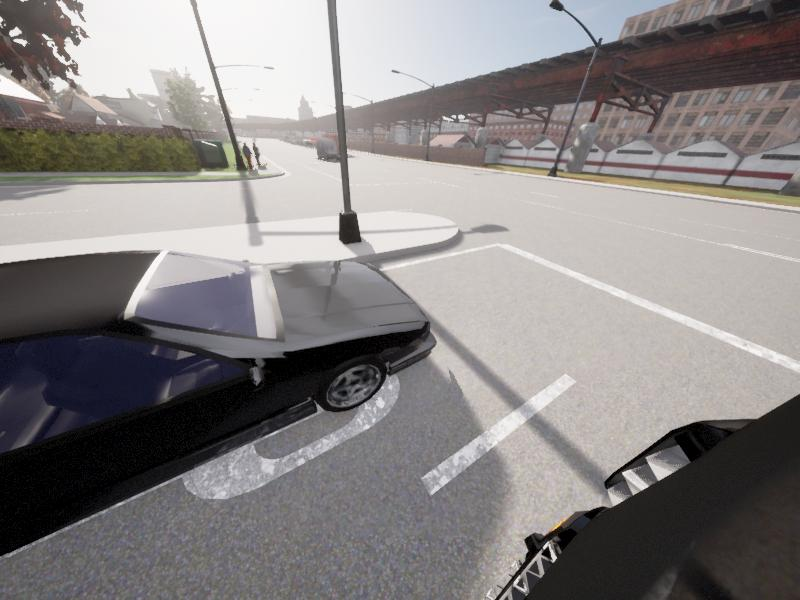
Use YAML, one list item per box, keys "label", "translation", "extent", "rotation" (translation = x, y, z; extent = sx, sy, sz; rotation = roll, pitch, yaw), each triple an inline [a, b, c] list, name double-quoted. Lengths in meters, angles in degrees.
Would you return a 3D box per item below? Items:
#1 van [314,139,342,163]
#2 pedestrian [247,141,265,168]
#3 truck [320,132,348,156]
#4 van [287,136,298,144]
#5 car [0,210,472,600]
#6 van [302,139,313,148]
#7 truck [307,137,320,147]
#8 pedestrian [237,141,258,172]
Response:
- label: "van"
  translation: [-10.331, -21.333, 32.963]
  extent: [1.988, 2.561, 5.915]
  rotation: [-16, 38, -26]
- label: "pedestrian"
  translation: [-12.089, -12.261, 19.476]
  extent: [0.751, 1.860, 0.751]
  rotation: [-8, 35, -16]
- label: "truck"
  translation: [-14.236, -33.599, 49.579]
  extent: [2.891, 3.827, 8.468]
  rotation: [-16, 39, -26]
- label: "van"
  translation: [-39.434, -58.691, 84.684]
  extent: [2.351, 2.431, 6.366]
  rotation: [-16, 39, -26]
- label: "car"
  translation: [-2.268, 0.471, 1.802]
  extent: [5.357, 1.411, 2.033]
  rotation: [-16, 38, -26]
- label: "van"
  translation: [-27.229, -46.056, 67.940]
  extent: [2.069, 2.038, 4.480]
  rotation: [-16, 39, -26]
- label: "truck"
  translation: [-28.073, -51.061, 74.705]
  extent: [2.627, 2.467, 5.204]
  rotation: [-16, 39, -26]
- label: "pedestrian"
  translation: [-10.923, -10.297, 16.608]
  extent: [0.751, 1.860, 0.751]
  rotation: [-16, 38, -26]
